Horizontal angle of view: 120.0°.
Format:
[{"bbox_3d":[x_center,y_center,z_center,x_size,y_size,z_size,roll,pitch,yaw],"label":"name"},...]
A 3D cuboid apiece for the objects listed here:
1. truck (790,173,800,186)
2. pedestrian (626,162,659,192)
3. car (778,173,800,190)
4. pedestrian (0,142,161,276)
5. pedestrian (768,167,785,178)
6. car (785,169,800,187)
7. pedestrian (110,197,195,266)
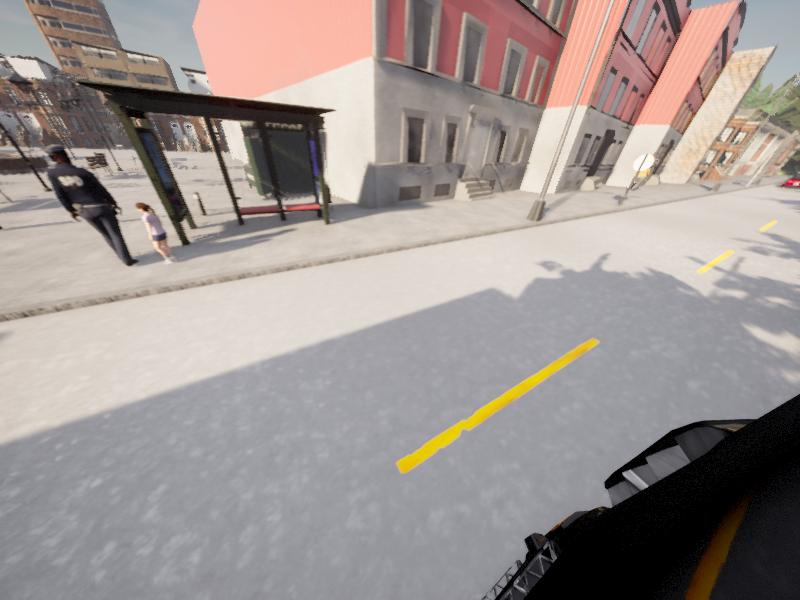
[{"bbox_3d":[62.662,-18.629,34.899,5.204,2.467,2.627,-16,38,-26],"label":"truck"},{"bbox_3d":[17.583,-8.962,16.811,0.751,1.860,0.751,-15,38,-25],"label":"pedestrian"},{"bbox_3d":[47.609,-14.137,27.450,4.514,1.525,2.007,-16,38,-26],"label":"car"},{"bbox_3d":[-5.008,-1.454,3.800,0.751,1.860,0.751,-16,38,-26],"label":"pedestrian"},{"bbox_3d":[73.471,-24.938,45.110,0.751,1.860,0.751,-9,36,-18],"label":"pedestrian"},{"bbox_3d":[54.706,-16.381,30.896,5.566,2.045,2.150,-16,38,-26],"label":"car"},{"bbox_3d":[-4.394,-1.226,4.192,0.500,1.100,0.500,-2,34,-7],"label":"pedestrian"}]
